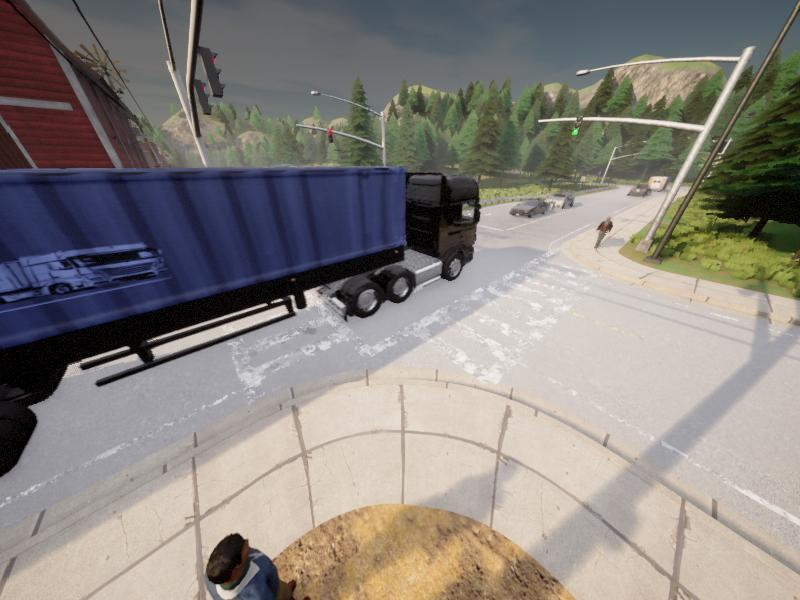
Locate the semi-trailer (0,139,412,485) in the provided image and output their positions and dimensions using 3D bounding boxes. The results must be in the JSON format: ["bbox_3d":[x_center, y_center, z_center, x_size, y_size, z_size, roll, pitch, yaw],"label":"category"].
[{"bbox_3d":[-6.003,-0.017,3.909,14.254,4.402,2.717,-23,37,-34],"label":"semi-trailer"}]

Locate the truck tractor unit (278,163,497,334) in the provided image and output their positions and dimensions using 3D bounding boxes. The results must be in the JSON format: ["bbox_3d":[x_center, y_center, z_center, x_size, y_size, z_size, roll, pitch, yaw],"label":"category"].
[{"bbox_3d":[0.007,-2.495,8.431,6.516,4.208,3.053,-23,37,-34],"label":"truck tractor unit"}]

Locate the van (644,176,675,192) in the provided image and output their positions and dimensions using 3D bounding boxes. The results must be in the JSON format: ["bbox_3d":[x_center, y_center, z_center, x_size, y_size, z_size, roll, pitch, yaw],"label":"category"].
[{"bbox_3d":[50.843,-22.762,45.293,6.366,2.431,2.351,-20,35,-31],"label":"van"}]

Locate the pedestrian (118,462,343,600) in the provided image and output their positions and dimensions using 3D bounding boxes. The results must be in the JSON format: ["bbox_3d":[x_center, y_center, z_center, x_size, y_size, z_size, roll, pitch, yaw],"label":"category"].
[{"bbox_3d":[-1.134,2.401,1.930,0.751,1.860,0.751,16,34,26],"label":"pedestrian"}]

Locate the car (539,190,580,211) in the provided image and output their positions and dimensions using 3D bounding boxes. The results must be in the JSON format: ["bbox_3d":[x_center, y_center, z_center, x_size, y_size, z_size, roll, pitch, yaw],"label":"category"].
[{"bbox_3d":[18.423,-11.580,26.678,4.611,1.667,2.242,-23,37,-34],"label":"car"}]

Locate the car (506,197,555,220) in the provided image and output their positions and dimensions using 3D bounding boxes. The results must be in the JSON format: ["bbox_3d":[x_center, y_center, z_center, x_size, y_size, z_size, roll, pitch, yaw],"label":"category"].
[{"bbox_3d":[12.880,-9.094,22.653,5.357,1.411,2.033,-23,37,-34],"label":"car"}]

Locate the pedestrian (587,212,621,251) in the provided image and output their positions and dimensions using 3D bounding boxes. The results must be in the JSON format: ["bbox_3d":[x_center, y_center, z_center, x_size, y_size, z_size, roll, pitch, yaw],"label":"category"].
[{"bbox_3d":[10.971,-3.712,12.511,0.751,1.860,0.751,16,34,26],"label":"pedestrian"}]

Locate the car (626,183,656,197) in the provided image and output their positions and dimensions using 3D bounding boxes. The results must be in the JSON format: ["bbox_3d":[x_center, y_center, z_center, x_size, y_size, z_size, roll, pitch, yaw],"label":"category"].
[{"bbox_3d":[39.494,-18.022,37.836,4.611,1.667,2.242,-22,36,-33],"label":"car"}]
